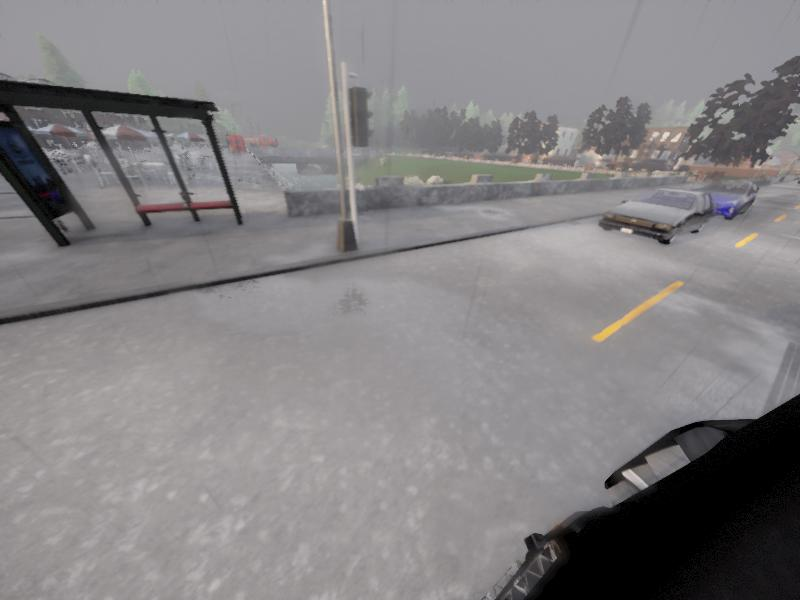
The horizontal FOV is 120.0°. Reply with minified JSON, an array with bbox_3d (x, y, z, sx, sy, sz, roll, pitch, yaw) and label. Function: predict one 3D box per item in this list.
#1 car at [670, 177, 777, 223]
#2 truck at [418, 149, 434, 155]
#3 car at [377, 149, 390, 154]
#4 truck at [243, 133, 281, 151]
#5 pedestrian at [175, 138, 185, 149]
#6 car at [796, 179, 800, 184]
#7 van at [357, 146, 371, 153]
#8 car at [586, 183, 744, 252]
[{"bbox_3d":[16.159,-5.137,11.564,4.514,1.525,2.007,-16,38,-26],"label":"car"},{"bbox_3d":[10.682,-61.390,95.864,6.274,2.098,2.390,-16,38,-26],"label":"truck"},{"bbox_3d":[-6.099,-56.319,87.543,4.514,1.525,2.007,-16,38,-26],"label":"car"},{"bbox_3d":[-39.441,-45.203,66.100,8.468,3.827,2.891,-16,38,-26],"label":"truck"},{"bbox_3d":[-44.458,-31.593,46.715,0.751,1.860,0.751,-16,38,-26],"label":"pedestrian"},{"bbox_3d":[66.105,-19.631,36.713,5.566,2.045,2.150,-16,38,-26],"label":"car"},{"bbox_3d":[-13.081,-54.541,83.852,4.442,1.987,1.775,-16,38,-26],"label":"van"},{"bbox_3d":[9.399,-3.143,8.167,5.357,1.411,2.033,-16,38,-26],"label":"car"}]
